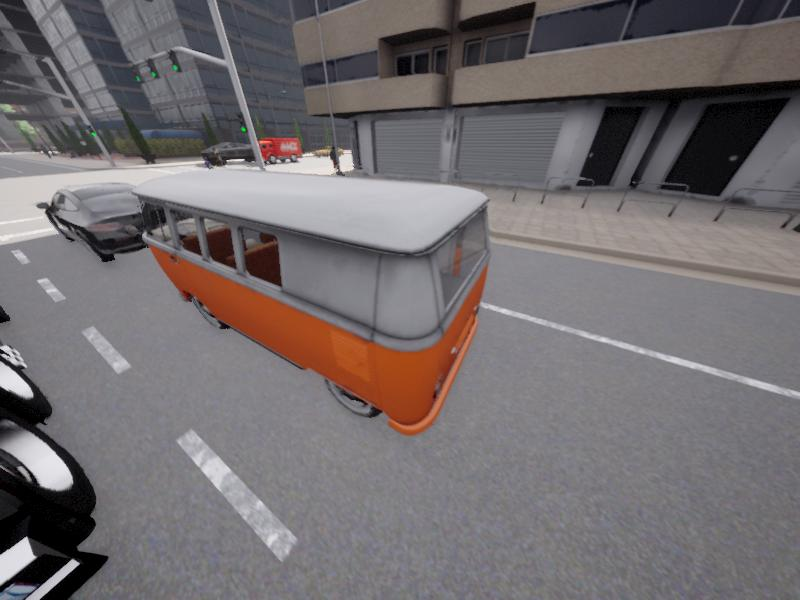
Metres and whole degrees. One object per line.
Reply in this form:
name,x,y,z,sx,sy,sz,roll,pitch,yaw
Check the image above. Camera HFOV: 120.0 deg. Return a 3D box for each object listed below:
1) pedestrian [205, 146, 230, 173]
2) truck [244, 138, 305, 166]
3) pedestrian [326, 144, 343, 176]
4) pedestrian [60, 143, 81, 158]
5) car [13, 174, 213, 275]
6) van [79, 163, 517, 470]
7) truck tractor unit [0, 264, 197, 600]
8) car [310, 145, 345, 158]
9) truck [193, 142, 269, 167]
pedestrian,-15.354,-11.851,19.489,0.751,1.860,0.751,9,36,14
truck,-14.284,-17.247,26.741,2.627,2.467,5.204,18,39,25
pedestrian,-4.486,-9.655,15.968,0.751,1.860,0.751,-2,35,-3
pedestrian,-49.650,-22.515,34.839,0.751,1.860,0.751,8,36,12
car,-7.415,-2.222,5.995,4.674,1.442,1.812,18,39,24
van,-1.311,-0.454,2.923,4.442,1.987,1.775,18,39,25
truck tractor unit,-5.111,-0.301,0.780,6.516,4.208,3.053,18,39,24
car,-11.320,-23.538,36.533,1.801,1.575,5.366,20,39,26
truck,-18.805,-16.653,26.250,2.390,2.098,6.274,19,39,25
